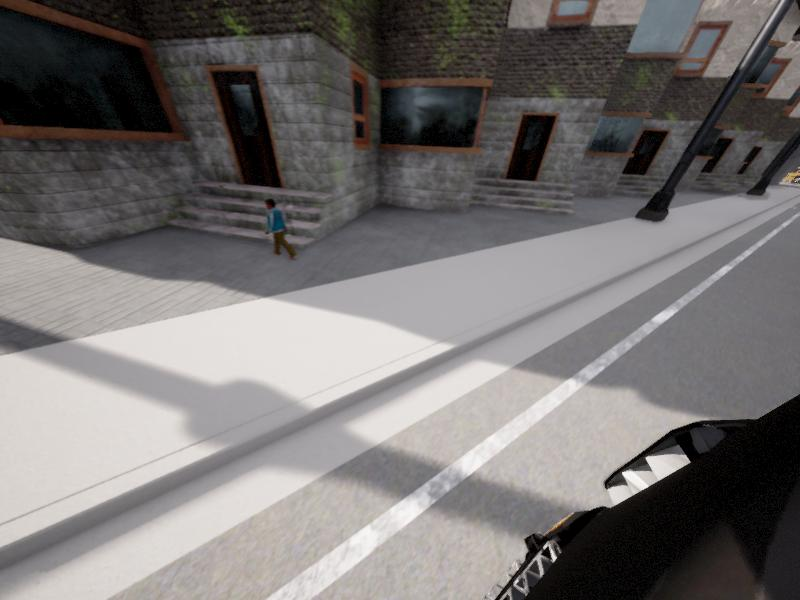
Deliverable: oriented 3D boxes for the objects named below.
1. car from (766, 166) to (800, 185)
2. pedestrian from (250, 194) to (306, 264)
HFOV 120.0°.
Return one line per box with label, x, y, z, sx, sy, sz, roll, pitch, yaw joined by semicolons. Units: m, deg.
car;52.586;-16.389;30.395;1.932;1.855;4.605;11;35;11
pedestrian;-2.224;-1.321;4.326;0.500;1.100;0.500;8;34;8
